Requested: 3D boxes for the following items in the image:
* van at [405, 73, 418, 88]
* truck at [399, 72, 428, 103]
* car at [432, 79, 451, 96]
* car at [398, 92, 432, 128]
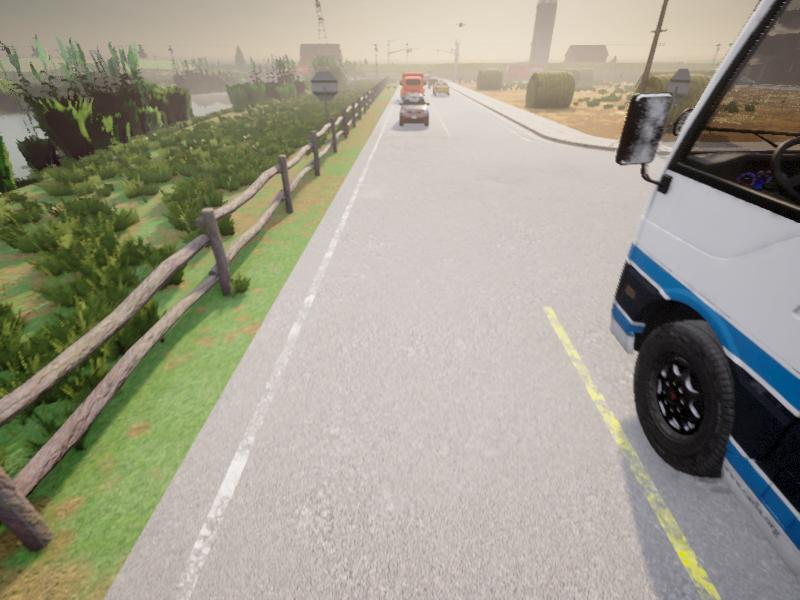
[{"bbox_3d":[1.971,-36.972,67.238,2.069,2.038,4.480,1,30,1],"label":"van"},{"bbox_3d":[1.262,-20.990,39.461,2.627,2.467,5.204,1,30,1],"label":"truck"},{"bbox_3d":[4.999,-26.001,48.924,1.801,1.575,5.366,1,30,1],"label":"car"},{"bbox_3d":[0.846,-11.410,23.933,1.851,1.617,3.988,1,30,1],"label":"car"}]
